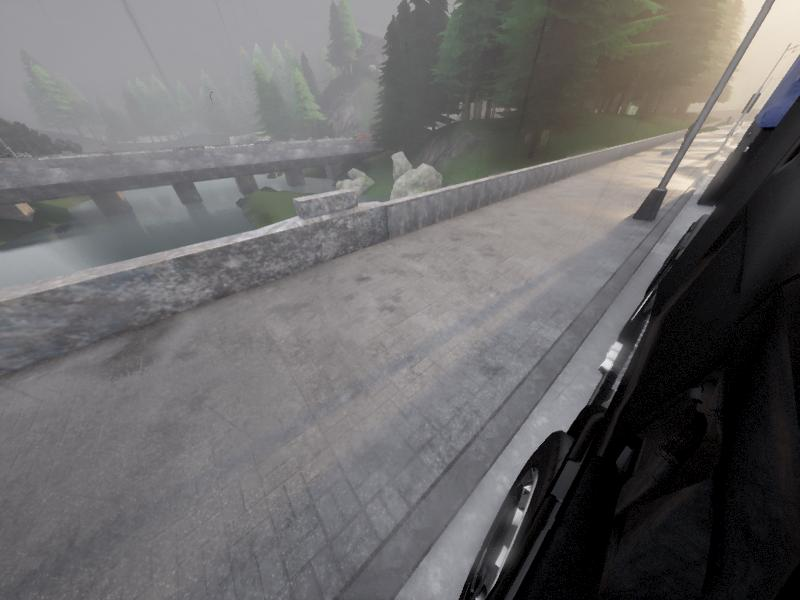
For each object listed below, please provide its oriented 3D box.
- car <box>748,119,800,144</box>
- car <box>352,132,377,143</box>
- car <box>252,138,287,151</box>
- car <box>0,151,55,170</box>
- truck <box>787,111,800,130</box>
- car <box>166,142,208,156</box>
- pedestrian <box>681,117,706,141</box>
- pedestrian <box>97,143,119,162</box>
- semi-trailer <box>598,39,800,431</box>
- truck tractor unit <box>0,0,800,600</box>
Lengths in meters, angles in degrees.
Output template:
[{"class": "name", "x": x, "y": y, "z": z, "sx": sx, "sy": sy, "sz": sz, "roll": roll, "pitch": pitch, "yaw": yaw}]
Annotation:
[{"class": "car", "x": 32.352, "y": -14.597, "z": 20.009, "sx": 3.988, "sy": 1.617, "sz": 1.851, "roll": -29, "pitch": 44, "yaw": -31}, {"class": "car", "x": -7.586, "y": -35.173, "z": 49.990, "sx": 4.611, "sy": 1.667, "sz": 2.242, "roll": -28, "pitch": 43, "yaw": -29}, {"class": "car", "x": -22.612, "y": -27.107, "z": 40.179, "sx": 4.892, "sy": 1.490, "sz": 1.837, "roll": -28, "pitch": 43, "yaw": -29}, {"class": "car", "x": -43.771, "y": -15.921, "z": 26.353, "sx": 4.514, "sy": 1.525, "sz": 2.007, "roll": -27, "pitch": 43, "yaw": -29}, {"class": "truck", "x": 60.159, "y": -26.502, "z": 33.964, "sx": 6.274, "sy": 2.098, "sz": 2.390, "roll": -28, "pitch": 44, "yaw": -30}, {"class": "car", "x": -33.872, "y": -24.069, "z": 36.796, "sx": 4.674, "sy": 1.442, "sz": 1.812, "roll": -27, "pitch": 43, "yaw": -29}, {"class": "pedestrian", "x": 29.339, "y": -17.093, "z": 23.116, "sx": 0.751, "sy": 1.860, "sz": 0.751, "roll": 24, "pitch": 44, "yaw": 31}, {"class": "pedestrian", "x": -35.126, "y": -17.744, "z": 27.799, "sx": 0.751, "sy": 1.860, "sz": 0.751, "roll": -24, "pitch": 41, "yaw": -26}, {"class": "semi-trailer", "x": 8.709, "y": -3.584, "z": 4.237, "sx": 14.254, "sy": 4.402, "sz": 2.717, "roll": -28, "pitch": 44, "yaw": -30}, {"class": "truck tractor unit", "x": 2.645, "y": -0.295, "z": 0.351, "sx": 6.516, "sy": 4.208, "sz": 3.053, "roll": -28, "pitch": 44, "yaw": -30}]
